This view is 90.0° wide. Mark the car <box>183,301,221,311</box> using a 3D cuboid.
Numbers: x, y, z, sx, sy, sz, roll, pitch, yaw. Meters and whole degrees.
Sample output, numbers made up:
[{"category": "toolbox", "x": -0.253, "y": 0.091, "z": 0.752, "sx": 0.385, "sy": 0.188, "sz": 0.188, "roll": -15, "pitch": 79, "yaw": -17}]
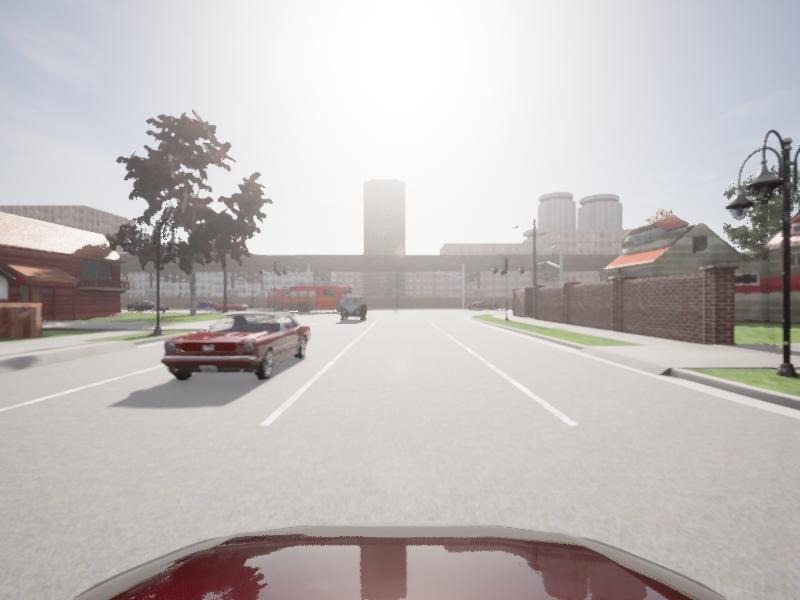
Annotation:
[{"category": "car", "x": -31.094, "y": 0.862, "z": 62.944, "sx": 5.008, "sy": 1.535, "sz": 1.882, "roll": 0, "pitch": 0, "yaw": 1}]

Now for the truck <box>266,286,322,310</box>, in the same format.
[{"category": "truck", "x": -17.434, "y": -0.284, "z": 66.112, "sx": 8.468, "sy": 3.827, "sz": 2.891, "roll": 0, "pitch": 0, "yaw": 1}]

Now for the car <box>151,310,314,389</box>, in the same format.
[{"category": "car", "x": -3.508, "y": 0.948, "z": 9.525, "sx": 1.895, "sy": 1.301, "sz": 4.718, "roll": 0, "pitch": 0, "yaw": 0}]

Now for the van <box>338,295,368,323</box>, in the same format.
[{"category": "van", "x": -3.537, "y": 0.611, "z": 30.879, "sx": 1.775, "sy": 1.987, "sz": 4.442, "roll": 0, "pitch": 0, "yaw": 0}]

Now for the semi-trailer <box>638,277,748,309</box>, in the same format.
[{"category": "semi-trailer", "x": 44.106, "y": -1.032, "z": 60.480, "sx": 14.254, "sy": 4.402, "sz": 2.717, "roll": -1, "pitch": 0, "yaw": 2}]

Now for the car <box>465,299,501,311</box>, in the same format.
[{"category": "car", "x": 12.723, "y": 0.758, "z": 61.475, "sx": 5.027, "sy": 1.651, "sz": 2.152, "roll": 0, "pitch": 0, "yaw": -4}]

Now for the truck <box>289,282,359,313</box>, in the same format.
[{"category": "truck", "x": -9.762, "y": -0.296, "z": 51.692, "sx": 8.468, "sy": 3.827, "sz": 2.891, "roll": 0, "pitch": 0, "yaw": 4}]

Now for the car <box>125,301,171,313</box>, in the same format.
[{"category": "car", "x": -33.058, "y": 0.879, "z": 52.491, "sx": 4.892, "sy": 1.490, "sz": 1.837, "roll": 0, "pitch": 0, "yaw": 1}]

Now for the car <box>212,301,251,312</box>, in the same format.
[{"category": "car", "x": -23.446, "y": 0.862, "z": 55.749, "sx": 4.514, "sy": 1.525, "sz": 2.007, "roll": 0, "pitch": 0, "yaw": 1}]
